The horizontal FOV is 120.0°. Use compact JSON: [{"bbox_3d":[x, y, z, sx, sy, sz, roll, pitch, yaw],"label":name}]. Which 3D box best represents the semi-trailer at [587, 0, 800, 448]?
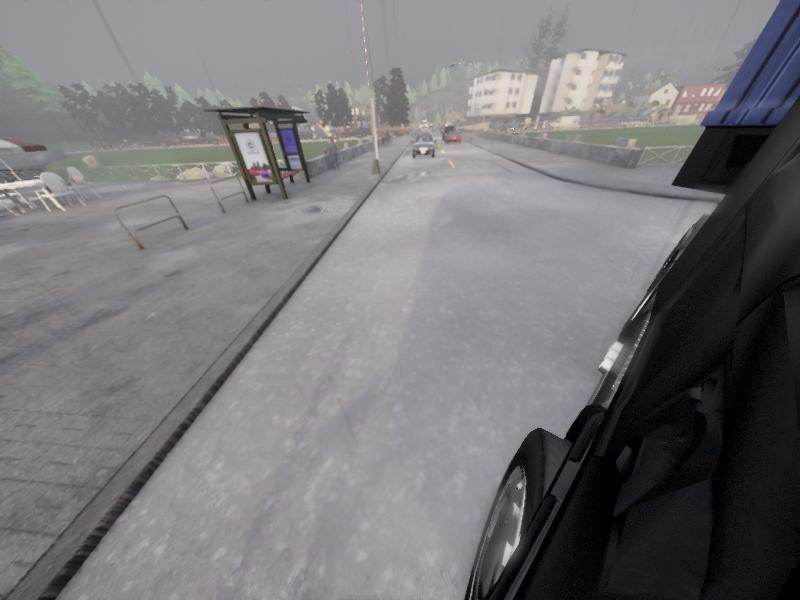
[{"bbox_3d":[9.989,-2.019,2.008,14.254,4.402,2.717,-8,37,-7],"label":"semi-trailer"}]

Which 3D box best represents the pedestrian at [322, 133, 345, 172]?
[{"bbox_3d":[-3.933,-8.782,13.798,0.751,1.860,0.751,0,37,4],"label":"pedestrian"}]

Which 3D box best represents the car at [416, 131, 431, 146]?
[{"bbox_3d":[3.236,-22.312,31.802,1.837,1.490,4.892,1,37,5],"label":"car"}]

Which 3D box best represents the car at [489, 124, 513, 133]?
[{"bbox_3d":[24.120,-41.044,55.301,4.892,1.490,1.837,1,37,5],"label":"car"}]

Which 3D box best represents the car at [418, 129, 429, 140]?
[{"bbox_3d":[4.521,-32.154,44.860,2.033,1.411,5.357,0,37,4],"label":"car"}]

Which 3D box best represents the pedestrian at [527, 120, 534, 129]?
[{"bbox_3d":[33.356,-44.820,59.003,0.751,1.860,0.751,1,37,6],"label":"pedestrian"}]

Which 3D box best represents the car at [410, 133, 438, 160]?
[{"bbox_3d":[2.068,-13.318,19.931,2.128,1.511,4.902,2,37,6],"label":"car"}]

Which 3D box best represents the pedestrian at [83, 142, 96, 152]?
[{"bbox_3d":[-75.915,-37.395,56.423,0.751,1.860,0.751,0,37,4],"label":"pedestrian"}]

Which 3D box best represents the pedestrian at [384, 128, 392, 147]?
[{"bbox_3d":[-1.482,-20.682,29.428,0.751,1.860,0.751,7,38,12],"label":"pedestrian"}]

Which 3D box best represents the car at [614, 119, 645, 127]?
[{"bbox_3d":[52.404,-40.388,52.764,4.718,1.301,1.895,1,37,5],"label":"car"}]

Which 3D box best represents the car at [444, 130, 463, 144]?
[{"bbox_3d":[7.293,-22.550,31.959,1.994,1.385,4.181,0,37,4],"label":"car"}]

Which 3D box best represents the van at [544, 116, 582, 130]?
[{"bbox_3d":[37.818,-41.138,53.762,6.366,2.431,2.351,1,37,5],"label":"van"}]

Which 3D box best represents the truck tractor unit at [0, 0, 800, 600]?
[{"bbox_3d":[2.645,-0.295,0.351,6.516,4.208,3.053,-28,44,-30],"label":"truck tractor unit"}]

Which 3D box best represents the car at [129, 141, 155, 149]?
[{"bbox_3d":[-79.447,-47.977,71.339,2.152,1.651,5.027,1,37,5],"label":"car"}]

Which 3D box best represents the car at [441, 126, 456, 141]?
[{"bbox_3d":[7.870,-27.062,37.473,1.905,1.878,3.866,1,37,5],"label":"car"}]

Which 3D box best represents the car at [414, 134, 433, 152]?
[{"bbox_3d":[2.565,-17.418,25.518,1.895,1.301,4.718,1,37,5],"label":"car"}]

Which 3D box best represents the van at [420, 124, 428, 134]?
[{"bbox_3d":[7.645,-54.229,73.087,2.351,2.431,6.366,1,37,5],"label":"van"}]
